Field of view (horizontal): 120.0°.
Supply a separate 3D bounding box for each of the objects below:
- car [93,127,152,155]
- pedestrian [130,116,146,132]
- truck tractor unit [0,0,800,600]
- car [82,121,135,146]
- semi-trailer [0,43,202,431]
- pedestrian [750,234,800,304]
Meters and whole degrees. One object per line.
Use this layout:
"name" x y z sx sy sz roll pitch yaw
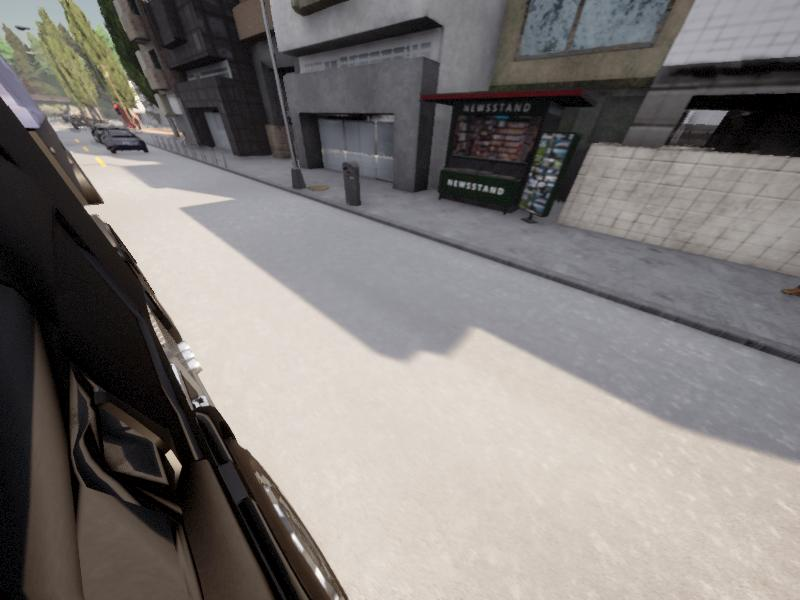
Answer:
"car" -19.858 -11.441 16.524 4.181 1.385 1.994 30 45 32
"pedestrian" -38.981 -26.209 34.401 0.751 1.860 0.751 24 42 26
"truck tractor unit" -2.645 -0.295 0.351 6.516 4.208 3.053 28 44 30
"car" -25.432 -14.524 20.154 4.514 1.525 2.007 28 44 30
"semi-trailer" -8.695 -3.608 4.230 14.254 4.402 2.717 28 44 30
"pedestrian" 6.802 -0.828 3.424 0.751 1.860 0.751 23 41 25
